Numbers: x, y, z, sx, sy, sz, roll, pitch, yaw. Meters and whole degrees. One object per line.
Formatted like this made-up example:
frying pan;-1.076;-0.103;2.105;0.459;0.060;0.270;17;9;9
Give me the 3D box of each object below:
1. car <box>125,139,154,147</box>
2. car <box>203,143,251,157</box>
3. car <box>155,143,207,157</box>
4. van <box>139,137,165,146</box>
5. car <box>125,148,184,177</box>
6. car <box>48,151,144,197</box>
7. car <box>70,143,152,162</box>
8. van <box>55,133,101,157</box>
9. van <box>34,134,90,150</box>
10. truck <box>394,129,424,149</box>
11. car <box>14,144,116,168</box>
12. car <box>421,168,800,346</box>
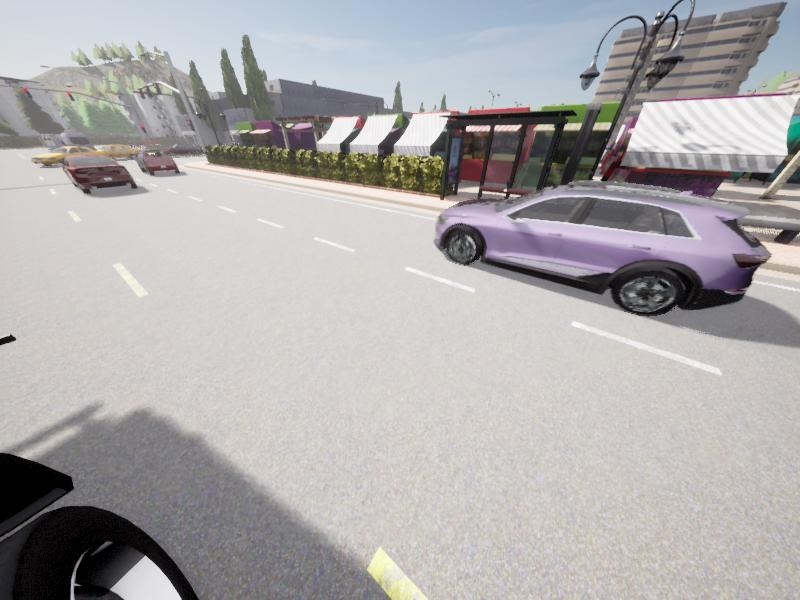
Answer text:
car;-71.750;-43.294;63.691;2.152;1.651;5.027;2;35;2
car;-24.650;-21.619;33.131;2.163;1.488;4.792;24;41;29
car;-30.135;-20.780;31.938;1.812;1.442;4.674;24;41;29
van;-68.240;-43.665;63.678;1.775;1.987;4.442;2;35;2
car;-17.697;-10.008;16.664;3.633;1.501;1.845;25;42;31
car;-15.542;-6.564;11.787;5.008;1.535;1.882;23;41;28
car;-31.635;-16.347;25.521;1.801;1.575;5.366;24;41;29
van;-43.946;-21.212;31.509;5.915;2.561;1.988;21;40;26
van;-65.721;-30.878;45.167;2.351;2.431;6.366;-8;36;-11
truck;2.305;-39.694;56.914;2.891;3.827;8.468;23;41;29
car;-30.314;-13.364;21.296;1.801;1.575;5.366;-1;35;-2
car;3.061;-1.351;4.436;4.856;1.649;2.033;23;41;28
